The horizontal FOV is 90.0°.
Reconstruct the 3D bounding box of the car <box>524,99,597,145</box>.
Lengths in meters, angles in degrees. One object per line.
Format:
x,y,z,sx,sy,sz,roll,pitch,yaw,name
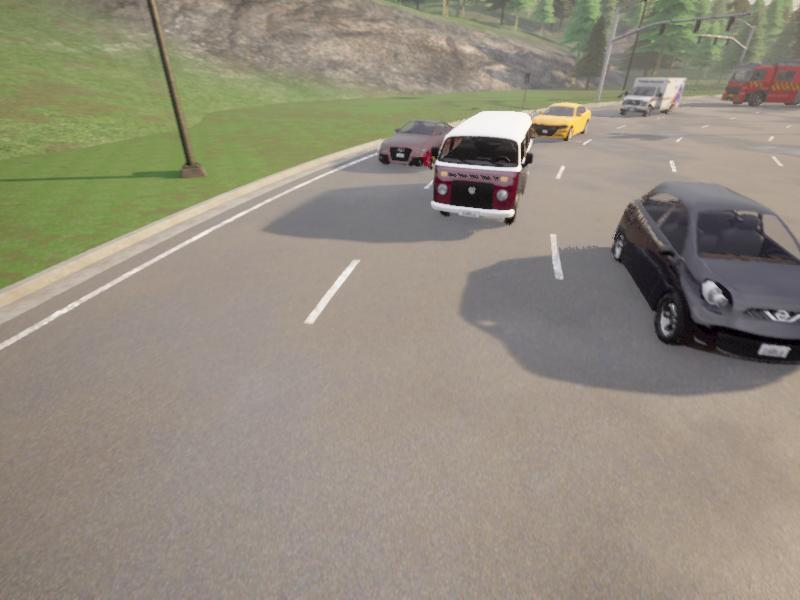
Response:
8.189,-9.102,20.211,1.882,1.535,5.008,20,36,30,car

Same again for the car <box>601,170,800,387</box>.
4.393,-0.625,5.651,1.845,1.501,3.633,6,31,11,car

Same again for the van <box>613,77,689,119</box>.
18.986,-15.331,30.174,6.366,2.431,2.351,-24,38,-35,van

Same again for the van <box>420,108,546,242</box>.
2.166,-3.293,9.669,2.069,2.038,4.480,11,32,17,van

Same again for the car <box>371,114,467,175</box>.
0.837,-5.818,14.631,1.994,1.385,4.181,13,33,21,car

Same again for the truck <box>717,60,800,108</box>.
36.047,-20.456,37.849,8.468,3.827,2.891,2,30,2,truck
